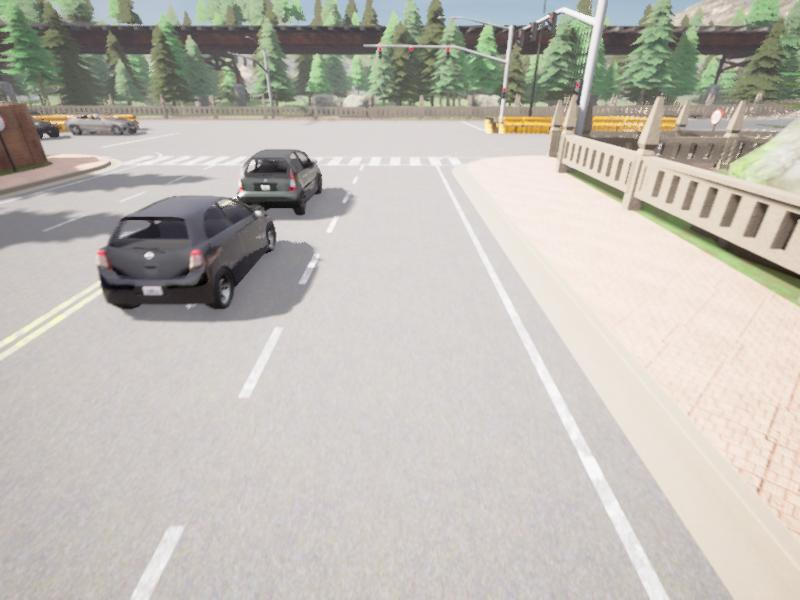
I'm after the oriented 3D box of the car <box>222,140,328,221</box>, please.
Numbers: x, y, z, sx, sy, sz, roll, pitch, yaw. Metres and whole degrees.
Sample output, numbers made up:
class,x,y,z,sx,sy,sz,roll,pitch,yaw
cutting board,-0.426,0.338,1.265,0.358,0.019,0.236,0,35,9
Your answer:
class,x,y,z,sx,sy,sz,roll,pitch,yaw
car,-3.498,-3.753,12.102,1.851,1.617,3.988,0,27,0

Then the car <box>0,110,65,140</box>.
class,x,y,z,sx,sy,sz,roll,pitch,yaw
car,-27.276,-12.701,29.011,3.866,1.878,1.905,0,27,0

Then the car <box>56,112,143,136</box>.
class,x,y,z,sx,sy,sz,roll,pitch,yaw
car,-24.030,-14.173,32.178,5.027,1.651,2.152,0,27,0

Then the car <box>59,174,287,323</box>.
class,x,y,z,sx,sy,sz,roll,pitch,yaw
car,-3.498,-1.155,7.146,1.845,1.501,3.633,0,27,0

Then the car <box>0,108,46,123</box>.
class,x,y,z,sx,sy,sz,roll,pitch,yaw
car,-42.990,-20.614,44.698,4.892,1.490,1.837,0,27,0
